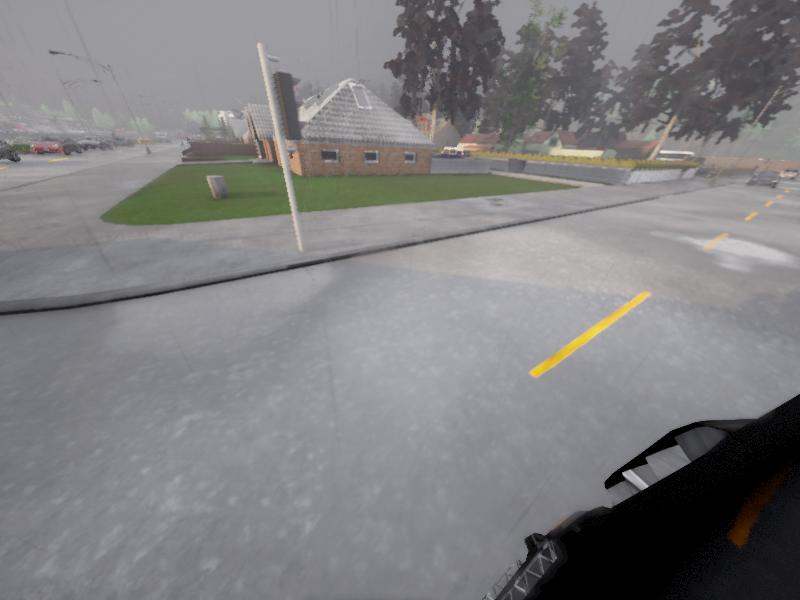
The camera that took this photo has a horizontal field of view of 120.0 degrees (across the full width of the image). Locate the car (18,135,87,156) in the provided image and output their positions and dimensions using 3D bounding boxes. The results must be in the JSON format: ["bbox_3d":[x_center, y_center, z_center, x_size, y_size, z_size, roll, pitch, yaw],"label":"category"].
[{"bbox_3d":[-33.084,-14.885,22.214,2.007,1.525,4.514,-18,39,-28],"label":"car"}]

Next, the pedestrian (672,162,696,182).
[{"bbox_3d":[30.967,-13.978,25.226,0.751,1.860,0.751,-17,39,-27],"label":"pedestrian"}]

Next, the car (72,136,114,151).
[{"bbox_3d":[-38.204,-19.578,28.871,1.816,1.474,4.193,-18,39,-28],"label":"car"}]

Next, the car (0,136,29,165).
[{"bbox_3d":[-27.417,-9.666,14.865,2.007,1.525,4.514,-18,39,-28],"label":"car"}]

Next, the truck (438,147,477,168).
[{"bbox_3d":[7.200,-18.341,29.641,2.069,2.038,4.478,-18,39,-28],"label":"truck"}]

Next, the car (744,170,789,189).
[{"bbox_3d":[40.919,-13.497,25.791,4.974,1.542,2.038,-19,39,-29],"label":"car"}]

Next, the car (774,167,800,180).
[{"bbox_3d":[70.276,-22.888,41.735,4.605,1.855,1.932,-18,39,-28],"label":"car"}]

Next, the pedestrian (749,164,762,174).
[{"bbox_3d":[80.591,-29.629,52.363,0.751,1.860,0.751,-17,39,-27],"label":"pedestrian"}]

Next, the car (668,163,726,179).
[{"bbox_3d":[45.484,-19.874,35.573,2.152,1.651,5.027,-16,38,-26],"label":"car"}]

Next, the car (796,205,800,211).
[{"bbox_3d":[25.105,-5.870,13.213,3.633,1.501,1.845,-18,39,-27],"label":"car"}]
